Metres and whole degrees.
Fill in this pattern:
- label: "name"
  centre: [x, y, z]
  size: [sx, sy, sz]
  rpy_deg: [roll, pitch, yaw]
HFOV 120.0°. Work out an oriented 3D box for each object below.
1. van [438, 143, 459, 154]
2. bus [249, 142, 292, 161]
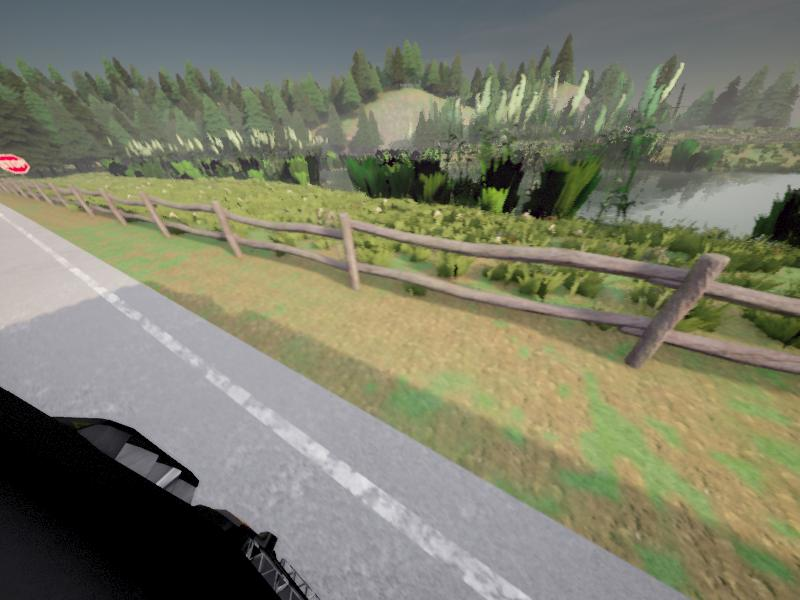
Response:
- label: "van"
  centre: [11.441, -35.906, 54.678]
  size: [4.442, 1.987, 1.775]
  rpy_deg: [13, 37, 22]
- label: "bus"
  centre: [-38.423, -44.190, 68.648]
  size: [10.273, 4.253, 3.944]
  rpy_deg: [7, 35, 15]
